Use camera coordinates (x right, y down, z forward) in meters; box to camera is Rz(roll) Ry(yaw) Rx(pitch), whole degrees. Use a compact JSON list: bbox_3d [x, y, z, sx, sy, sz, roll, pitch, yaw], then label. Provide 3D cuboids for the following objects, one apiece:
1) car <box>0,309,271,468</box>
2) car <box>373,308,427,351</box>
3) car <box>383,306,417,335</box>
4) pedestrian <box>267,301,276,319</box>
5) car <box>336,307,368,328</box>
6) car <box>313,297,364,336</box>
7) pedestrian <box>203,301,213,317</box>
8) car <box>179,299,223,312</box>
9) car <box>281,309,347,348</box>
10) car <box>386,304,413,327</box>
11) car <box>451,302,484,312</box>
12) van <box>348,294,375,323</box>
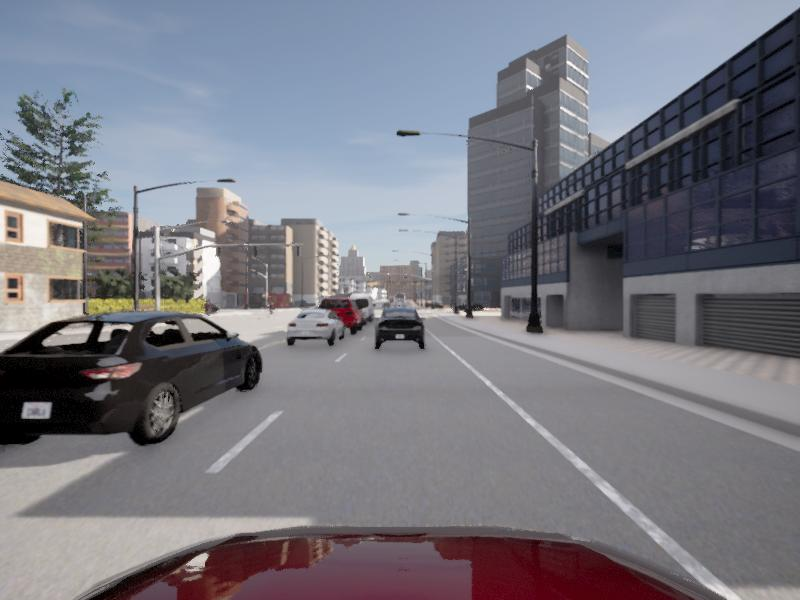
[{"bbox_3d":[-3.503,0.895,5.929,1.816,1.474,4.193,0,-1,0],"label":"car"},{"bbox_3d":[-0.002,1.064,16.164,1.837,1.490,4.892,0,-1,0],"label":"car"},{"bbox_3d":[-0.007,1.172,24.334,1.882,1.535,5.008,0,-1,0],"label":"car"},{"bbox_3d":[-13.344,1.040,41.572,0.751,1.860,0.751,0,1,-34],"label":"pedestrian"},{"bbox_3d":[-3.593,1.274,30.709,1.812,1.442,4.674,0,-1,0],"label":"car"},{"bbox_3d":[-3.516,0.914,24.037,2.150,2.045,5.566,0,-1,0],"label":"car"},{"bbox_3d":[-22.169,1.018,46.182,0.751,1.860,0.751,0,1,-6],"label":"pedestrian"},{"bbox_3d":[-30.080,0.827,60.668,5.566,2.045,2.150,0,1,0],"label":"car"},{"bbox_3d":[-3.504,1.109,17.158,1.812,1.442,4.674,0,-1,0],"label":"car"},{"bbox_3d":[-0.020,1.184,31.641,1.930,1.638,5.238,0,0,0],"label":"car"},{"bbox_3d":[10.722,1.053,63.851,5.008,1.535,1.882,0,1,0],"label":"car"},{"bbox_3d":[-3.520,0.723,37.880,1.988,2.561,5.915,0,0,0],"label":"van"}]
